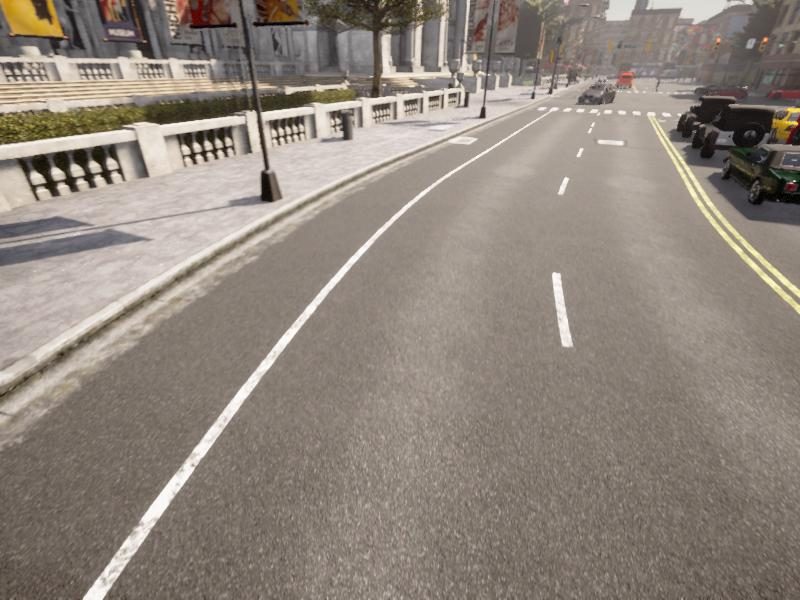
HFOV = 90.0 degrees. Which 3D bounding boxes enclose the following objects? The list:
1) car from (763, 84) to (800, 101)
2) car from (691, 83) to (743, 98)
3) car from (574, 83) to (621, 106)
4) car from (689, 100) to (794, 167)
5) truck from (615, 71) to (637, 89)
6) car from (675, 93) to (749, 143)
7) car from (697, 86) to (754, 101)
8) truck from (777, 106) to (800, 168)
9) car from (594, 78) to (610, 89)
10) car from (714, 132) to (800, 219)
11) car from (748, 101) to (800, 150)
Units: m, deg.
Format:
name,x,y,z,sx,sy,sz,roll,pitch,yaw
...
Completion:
name,x,y,z,sx,sy,sz,roll,pitch,yaw
car,44.683,-23.578,45.481,4.514,1.525,2.007,17,34,26
car,39.744,-26.406,50.299,1.812,1.442,4.674,-14,34,-24
car,18.848,-19.630,38.155,2.242,1.667,4.611,26,39,36
car,13.131,-6.673,15.736,1.905,1.878,3.866,14,33,21
truck,38.429,-37.476,68.146,2.627,2.467,5.204,14,33,21
car,15.644,-9.345,20.337,1.905,1.878,3.866,14,33,21
car,35.870,-22.836,44.217,4.181,1.385,1.994,4,30,6
truck,14.873,-5.232,11.397,2.891,3.827,8.468,13,33,20
car,34.202,-36.713,67.752,1.970,1.475,3.806,14,33,22
car,10.502,-3.531,10.920,1.895,1.301,4.718,12,32,19
car,18.830,-8.468,19.204,1.801,1.575,5.366,14,33,22
